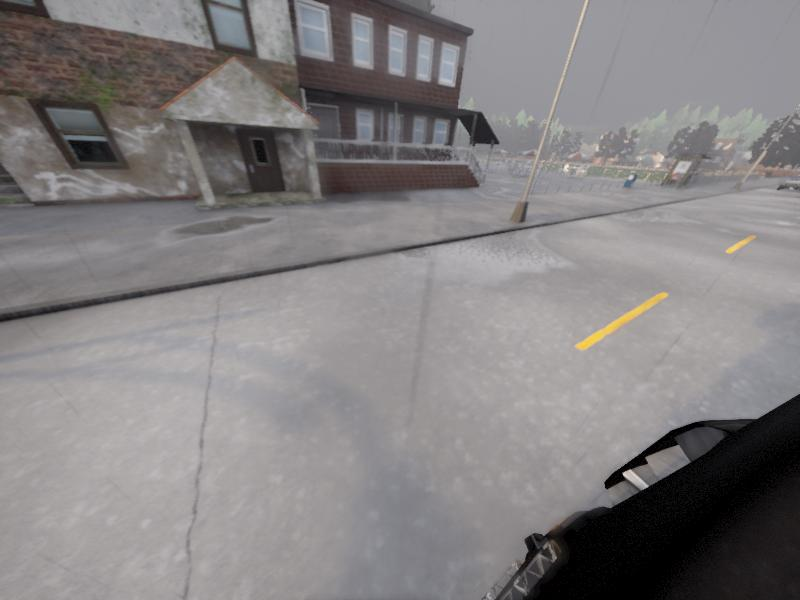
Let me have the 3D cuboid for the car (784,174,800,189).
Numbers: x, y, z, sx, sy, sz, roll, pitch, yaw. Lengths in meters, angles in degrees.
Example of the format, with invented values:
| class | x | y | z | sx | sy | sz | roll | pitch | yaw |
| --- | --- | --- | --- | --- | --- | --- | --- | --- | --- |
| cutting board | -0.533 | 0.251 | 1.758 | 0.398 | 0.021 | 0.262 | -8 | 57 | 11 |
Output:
| class | x | y | z | sx | sy | sz | roll | pitch | yaw |
| --- | --- | --- | --- | --- | --- | --- | --- | --- | --- |
| car | 50.589 | -14.769 | 28.803 | 4.514 | 1.525 | 2.007 | -16 | 38 | -26 |

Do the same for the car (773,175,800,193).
| class | x | y | z | sx | sy | sz | roll | pitch | yaw |
| --- | --- | --- | --- | --- | --- | --- | --- | --- | --- |
| car | 43.813 | -12.799 | 25.424 | 5.357 | 1.411 | 2.033 | -16 | 38 | -26 |
